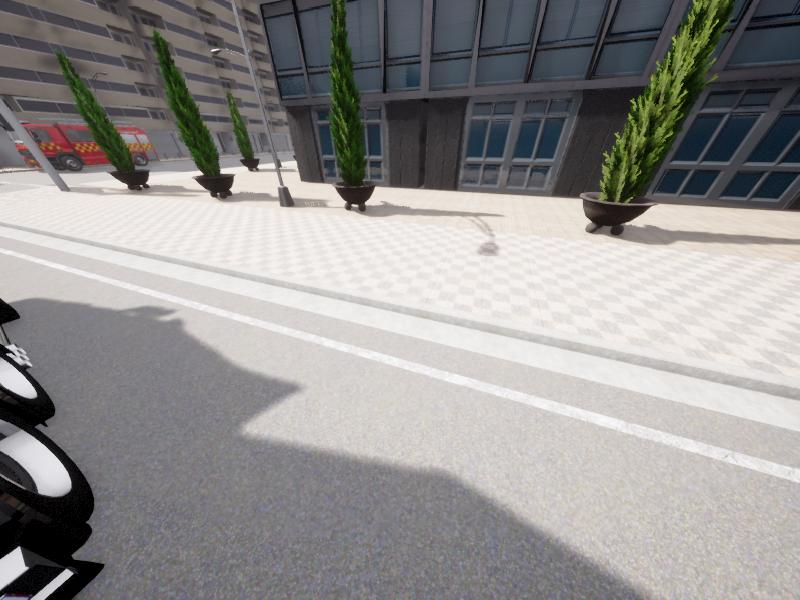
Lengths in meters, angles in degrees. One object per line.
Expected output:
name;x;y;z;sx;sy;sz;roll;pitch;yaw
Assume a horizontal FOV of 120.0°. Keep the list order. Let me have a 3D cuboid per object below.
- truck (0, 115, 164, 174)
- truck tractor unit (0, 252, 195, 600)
truck;-29.157;-14.676;21.865;2.891;3.827;8.468;11;36;16
truck tractor unit;-5.091;-0.320;0.810;6.516;4.208;3.053;19;39;25
